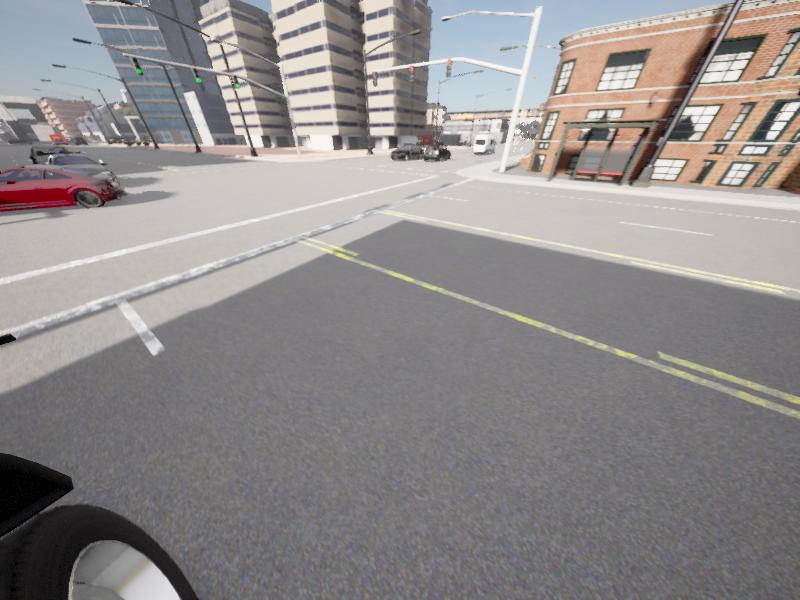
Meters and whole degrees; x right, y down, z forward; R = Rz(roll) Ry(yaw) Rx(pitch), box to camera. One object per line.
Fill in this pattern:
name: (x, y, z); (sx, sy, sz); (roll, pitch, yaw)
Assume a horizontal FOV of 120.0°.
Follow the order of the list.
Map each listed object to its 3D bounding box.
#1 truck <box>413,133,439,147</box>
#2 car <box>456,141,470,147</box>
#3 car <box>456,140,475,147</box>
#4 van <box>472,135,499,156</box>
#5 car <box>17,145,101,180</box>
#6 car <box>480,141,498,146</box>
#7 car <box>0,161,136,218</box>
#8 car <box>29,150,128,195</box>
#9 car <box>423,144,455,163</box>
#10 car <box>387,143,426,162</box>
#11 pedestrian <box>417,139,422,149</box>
truck: (9.003, -55.809, 80.515); (8.468, 3.827, 2.891); (20, 40, 27)
car: (19.621, -48.542, 71.930); (3.806, 1.475, 1.970); (21, 40, 27)
car: (21.048, -50.506, 74.524); (5.238, 1.638, 1.930); (20, 40, 27)
van: (13.915, -25.043, 37.353); (1.988, 2.561, 5.915); (22, 41, 28)
car: (-22.666, -9.237, 15.375); (4.611, 1.667, 2.242); (22, 41, 28)
car: (29.545, -52.043, 76.838); (4.902, 1.511, 2.128); (21, 40, 27)
car: (-13.102, -4.053, 8.362); (4.181, 1.385, 1.994); (-19, 39, -25)
car: (-16.793, -6.786, 12.069); (4.974, 1.542, 2.038); (22, 41, 28)
car: (4.454, -16.878, 26.499); (1.851, 1.617, 3.988); (22, 41, 28)
car: (0.881, -17.466, 27.273); (1.930, 1.638, 5.238); (22, 41, 28)
pedestrian: (4.500, -36.040, 53.320); (0.751, 1.860, 0.751); (-26, 43, -32)
